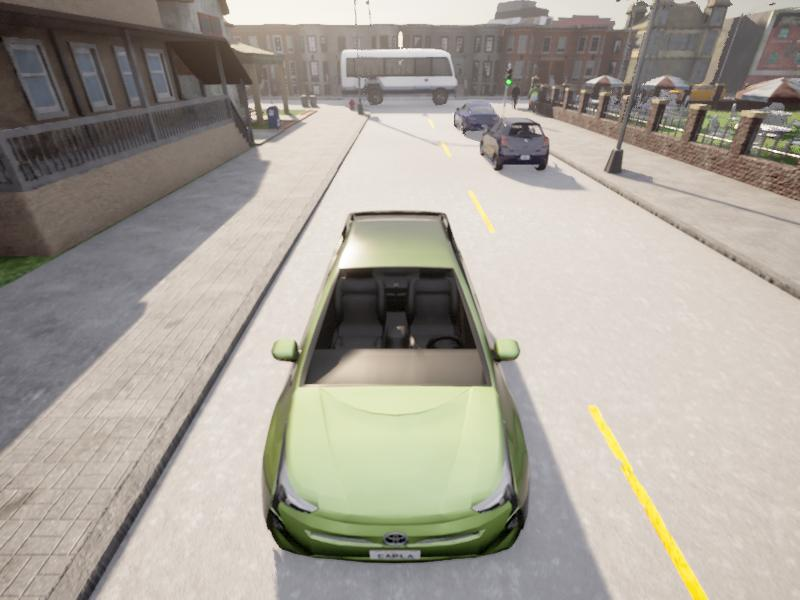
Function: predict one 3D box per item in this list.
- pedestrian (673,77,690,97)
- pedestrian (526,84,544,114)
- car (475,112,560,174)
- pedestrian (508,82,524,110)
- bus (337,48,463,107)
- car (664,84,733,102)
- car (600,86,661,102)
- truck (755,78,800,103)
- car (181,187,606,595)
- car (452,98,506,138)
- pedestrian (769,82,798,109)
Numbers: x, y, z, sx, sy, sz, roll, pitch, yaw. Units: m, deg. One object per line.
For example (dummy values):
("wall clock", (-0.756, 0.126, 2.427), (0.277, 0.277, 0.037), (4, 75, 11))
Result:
("pedestrian", (31.210, -23.642, 44.377), (0.751, 1.860, 0.751), (-3, 30, -5))
("pedestrian", (9.384, -14.028, 27.899), (0.751, 1.860, 0.751), (1, 30, 2))
("car", (3.962, -5.651, 14.163), (1.845, 1.501, 3.633), (0, 30, 0))
("pedestrian", (8.831, -15.556, 30.513), (0.751, 1.860, 0.751), (2, 30, 4))
("bus", (0.021, -19.603, 35.343), (10.273, 4.253, 3.944), (0, 30, 0))
("car", (29.344, -20.419, 39.434), (5.008, 1.535, 1.882), (0, 30, 0))
("car", (22.633, -20.296, 39.461), (4.718, 1.301, 1.895), (0, 30, 0))
("truck", (39.410, -20.636, 39.355), (6.274, 2.098, 2.390), (0, 30, 0))
("car", (-0.035, 0.160, 4.223), (2.007, 1.525, 4.514), (0, 30, 0))
("car", (4.018, -9.697, 21.171), (1.812, 1.442, 4.674), (-1, 31, -1))
("pedestrian", (30.386, -16.240, 31.709), (0.751, 1.860, 0.751), (-3, 30, -4))
